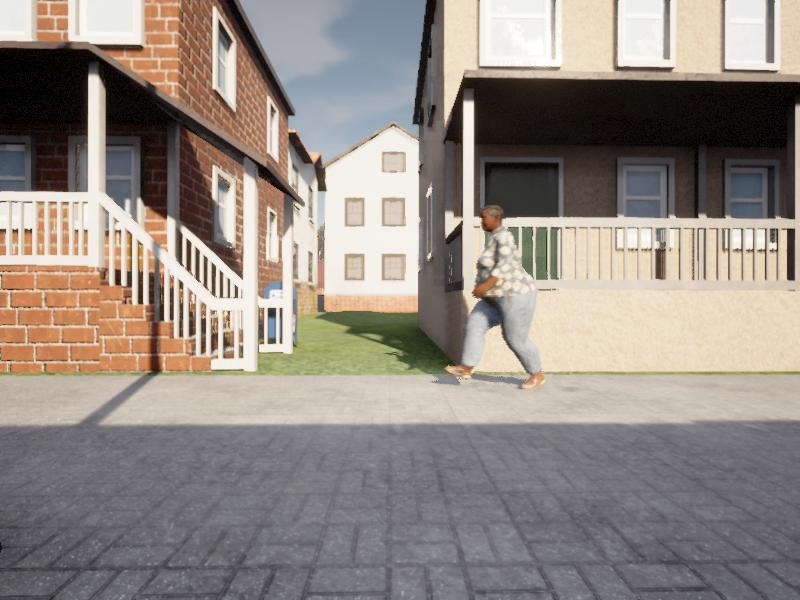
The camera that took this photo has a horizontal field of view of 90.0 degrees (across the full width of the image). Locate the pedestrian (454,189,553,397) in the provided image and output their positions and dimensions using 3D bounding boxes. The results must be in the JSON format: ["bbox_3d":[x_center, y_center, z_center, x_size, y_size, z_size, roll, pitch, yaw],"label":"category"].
[{"bbox_3d":[0.984,-0.064,3.973,0.751,1.860,0.751,0,0,-3],"label":"pedestrian"}]
